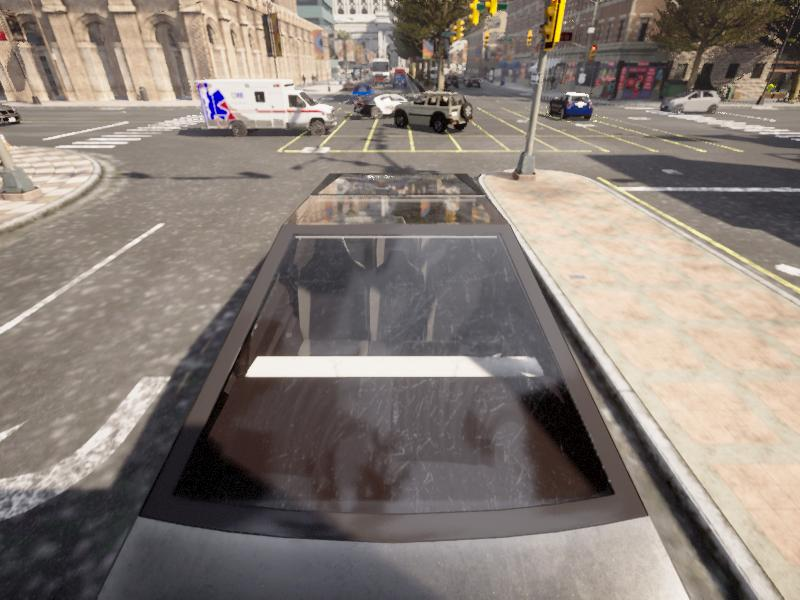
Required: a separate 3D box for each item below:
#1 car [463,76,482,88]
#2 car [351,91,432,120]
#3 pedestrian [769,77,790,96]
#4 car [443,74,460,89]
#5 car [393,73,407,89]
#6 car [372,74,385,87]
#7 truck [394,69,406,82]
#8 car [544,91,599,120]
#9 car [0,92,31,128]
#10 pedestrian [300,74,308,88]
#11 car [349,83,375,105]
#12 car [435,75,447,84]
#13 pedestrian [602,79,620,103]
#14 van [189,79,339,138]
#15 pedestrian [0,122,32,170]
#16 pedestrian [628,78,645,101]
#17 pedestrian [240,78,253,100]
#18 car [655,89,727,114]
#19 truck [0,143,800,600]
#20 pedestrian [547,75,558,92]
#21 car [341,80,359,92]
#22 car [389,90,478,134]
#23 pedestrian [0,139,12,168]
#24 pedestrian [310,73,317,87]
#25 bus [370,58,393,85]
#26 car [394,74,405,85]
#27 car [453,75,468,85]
[{"bbox_3d":[11.465,-34.481,63.334,2.038,1.542,4.974,0,30,0],"label":"car"},{"bbox_3d":[-0.531,-13.151,26.941,4.974,1.542,2.038,-13,32,-21],"label":"car"},{"bbox_3d":[41.254,-23.215,43.473,0.751,1.860,0.751,0,30,1],"label":"pedestrian"},{"bbox_3d":[7.964,-34.037,62.283,1.932,1.855,4.605,0,30,0],"label":"car"},{"bbox_3d":[-0.036,-34.349,62.653,2.150,2.045,5.566,0,30,0],"label":"car"},{"bbox_3d":[-3.538,-36.957,67.275,1.905,1.878,3.866,0,30,0],"label":"car"},{"bbox_3d":[-0.040,-48.539,86.463,2.627,2.467,5.204,0,30,0],"label":"truck"},{"bbox_3d":[11.469,-13.170,27.034,1.970,1.475,3.806,0,30,0],"label":"car"},{"bbox_3d":[-24.839,-10.953,23.043,4.611,1.667,2.242,0,30,0],"label":"car"},{"bbox_3d":[-14.111,-32.154,58.727,0.751,1.860,0.751,2,30,4],"label":"pedestrian"},{"bbox_3d":[-3.523,-19.572,37.905,1.882,1.535,5.008,0,31,0],"label":"car"},{"bbox_3d":[7.960,-42.832,77.694,1.816,1.474,4.193,0,30,0],"label":"car"},{"bbox_3d":[18.901,-18.786,35.901,0.751,1.860,0.751,-11,32,-18],"label":"pedestrian"},{"bbox_3d":[-6.464,-9.559,19.920,6.366,2.431,2.351,0,30,0],"label":"van"},{"bbox_3d":[-12.694,-4.908,12.739,0.751,1.300,0.751,3,30,5],"label":"pedestrian"},{"bbox_3d":[22.469,-20.032,38.029,0.751,1.860,0.751,22,37,33],"label":"pedestrian"},{"bbox_3d":[-14.859,-20.500,38.818,0.751,1.860,0.751,-5,31,-8],"label":"pedestrian"},{"bbox_3d":[21.238,-14.556,29.350,3.633,1.501,1.845,0,30,0],"label":"car"},{"bbox_3d":[-0.025,0.166,3.667,2.390,2.098,6.274,0,30,0],"label":"truck"},{"bbox_3d":[19.248,-27.323,50.484,0.751,1.860,0.751,0,30,1],"label":"pedestrian"},{"bbox_3d":[-6.784,-29.504,55.099,1.895,1.301,4.718,0,30,0],"label":"car"},{"bbox_3d":[1.697,-10.238,21.614,1.932,1.855,4.605,-26,38,-37],"label":"car"},{"bbox_3d":[-13.346,-5.142,12.584,0.751,1.860,0.751,-2,30,-4],"label":"pedestrian"},{"bbox_3d":[-13.764,-35.011,63.607,0.751,1.860,0.751,0,30,-1],"label":"pedestrian"},{"bbox_3d":[-3.417,-43.823,76.637,3.944,4.253,10.273,0,30,0],"label":"bus"},{"bbox_3d":[-0.038,-41.287,74.898,1.930,1.638,5.238,0,30,0],"label":"car"},{"bbox_3d":[11.462,-41.883,76.116,2.128,1.511,4.902,0,30,0],"label":"car"}]
